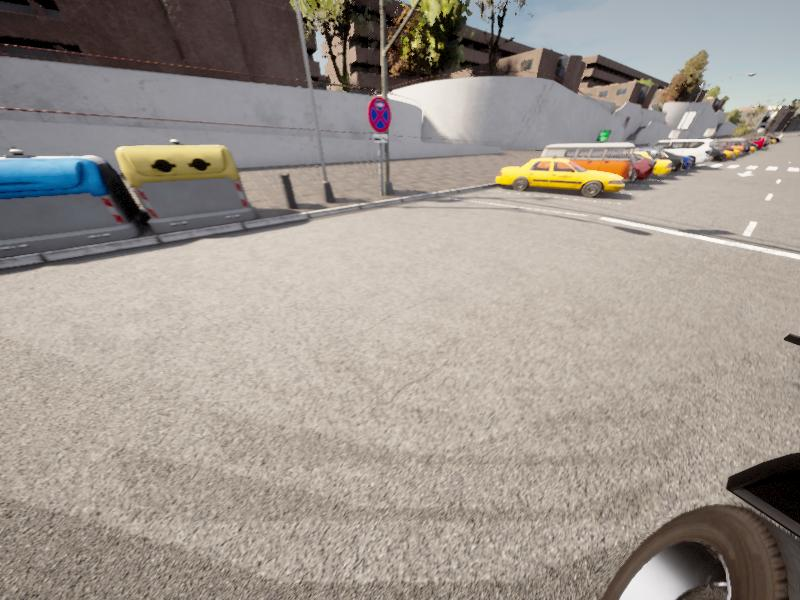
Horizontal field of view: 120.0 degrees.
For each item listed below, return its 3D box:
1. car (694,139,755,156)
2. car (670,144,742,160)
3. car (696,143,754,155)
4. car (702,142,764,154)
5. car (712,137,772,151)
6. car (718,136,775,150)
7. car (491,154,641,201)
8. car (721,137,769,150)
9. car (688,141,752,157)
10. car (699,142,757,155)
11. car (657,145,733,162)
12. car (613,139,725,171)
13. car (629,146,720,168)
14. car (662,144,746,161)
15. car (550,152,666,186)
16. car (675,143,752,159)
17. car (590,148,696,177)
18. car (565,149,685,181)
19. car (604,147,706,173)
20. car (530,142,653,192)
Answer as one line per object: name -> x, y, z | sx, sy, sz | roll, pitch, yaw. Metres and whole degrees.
car -> 46.639, -22.070, 33.414 | 4.442, 1.987, 1.878 | 21, 40, 29
car -> 36.726, -17.977, 28.025 | 4.792, 1.488, 2.163 | 21, 40, 29
car -> 48.987, -22.871, 35.002 | 4.674, 1.452, 2.002 | 21, 40, 29
car -> 54.036, -24.844, 37.677 | 5.366, 1.575, 1.946 | 21, 40, 29
car -> 63.637, -29.133, 43.159 | 5.566, 2.045, 2.435 | 21, 41, 29
car -> 68.582, -31.148, 45.888 | 5.566, 2.045, 2.435 | 21, 40, 29
car -> 7.563, -6.083, 11.200 | 5.366, 1.575, 1.946 | 21, 40, 29
car -> 66.209, -30.085, 44.485 | 4.442, 1.987, 1.878 | 21, 40, 29
car -> 44.113, -21.026, 32.107 | 4.553, 1.767, 2.185 | 21, 40, 29
car -> 51.406, -23.880, 36.405 | 4.792, 1.488, 2.163 | 21, 40, 29
car -> 31.863, -16.000, 25.218 | 4.674, 1.452, 2.002 | 21, 40, 29
car -> 22.051, -12.310, 19.491 | 5.566, 2.045, 2.435 | 21, 40, 29
car -> 24.524, -13.088, 21.024 | 4.892, 1.521, 2.231 | 21, 40, 29
car -> 34.459, -16.961, 26.507 | 5.366, 1.575, 1.946 | 21, 40, 29
car -> 12.275, -8.109, 14.092 | 4.792, 1.488, 2.163 | 21, 40, 29
car -> 39.351, -18.917, 29.307 | 5.366, 1.575, 1.946 | 21, 39, 29
car -> 17.194, -10.109, 16.837 | 4.892, 1.521, 2.231 | 21, 40, 29
car -> 14.593, -9.180, 15.538 | 5.366, 1.575, 1.946 | 21, 40, 29
car -> 19.635, -11.109, 18.236 | 5.008, 1.535, 2.097 | 21, 40, 29
car -> 9.949, -7.282, 12.494 | 4.442, 1.987, 1.878 | 21, 40, 29
